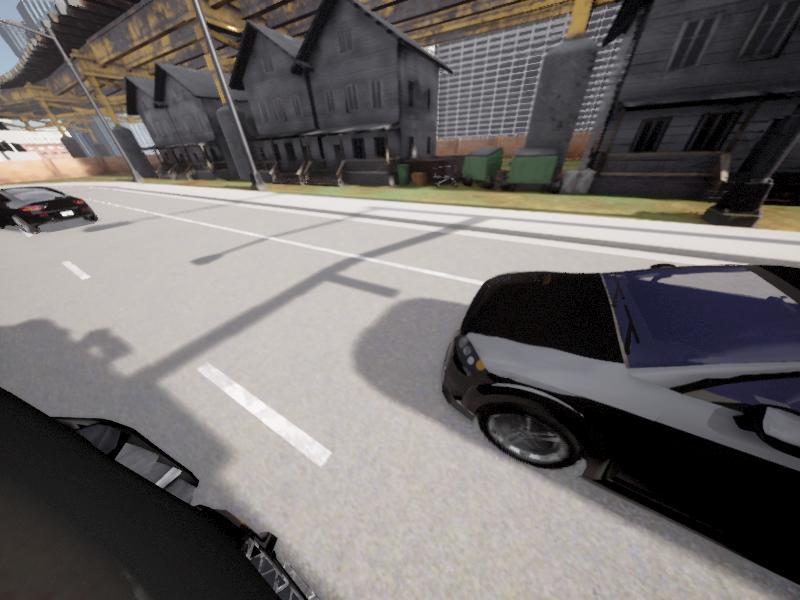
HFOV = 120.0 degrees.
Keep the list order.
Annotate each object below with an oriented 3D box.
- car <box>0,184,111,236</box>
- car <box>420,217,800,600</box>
[{"bbox_3d":[-14.597,-3.702,9.202,4.674,1.442,1.812,9,36,17],"label":"car"},{"bbox_3d":[2.473,0.554,1.670,4.181,1.385,1.994,16,38,26],"label":"car"}]
